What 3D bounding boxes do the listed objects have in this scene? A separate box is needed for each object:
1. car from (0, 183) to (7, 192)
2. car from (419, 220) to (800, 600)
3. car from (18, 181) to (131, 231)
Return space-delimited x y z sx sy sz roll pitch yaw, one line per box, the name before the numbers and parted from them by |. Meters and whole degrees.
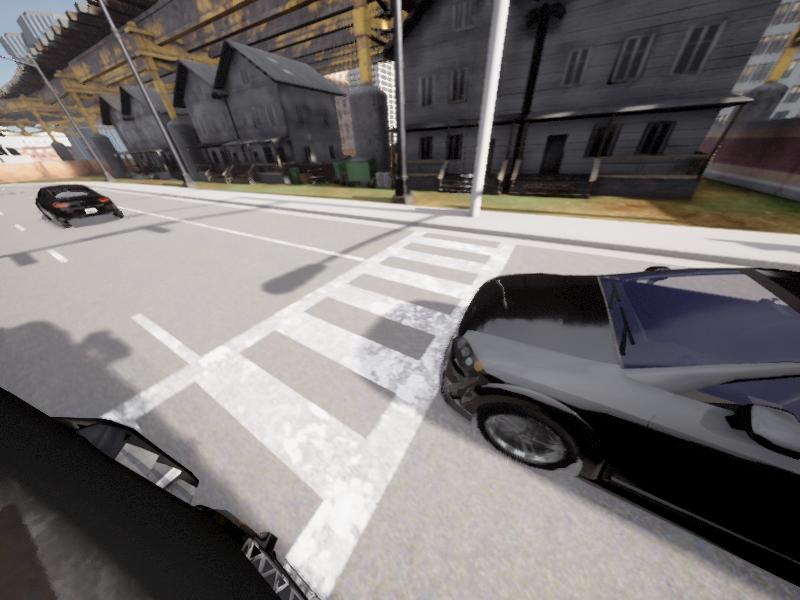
car | -44.659 -12.024 24.049 4.902 1.511 2.128 7 35 15
car | 2.467 0.570 1.694 4.181 1.385 1.994 16 38 26
car | -14.485 -4.325 10.267 4.674 1.442 1.812 16 38 26
